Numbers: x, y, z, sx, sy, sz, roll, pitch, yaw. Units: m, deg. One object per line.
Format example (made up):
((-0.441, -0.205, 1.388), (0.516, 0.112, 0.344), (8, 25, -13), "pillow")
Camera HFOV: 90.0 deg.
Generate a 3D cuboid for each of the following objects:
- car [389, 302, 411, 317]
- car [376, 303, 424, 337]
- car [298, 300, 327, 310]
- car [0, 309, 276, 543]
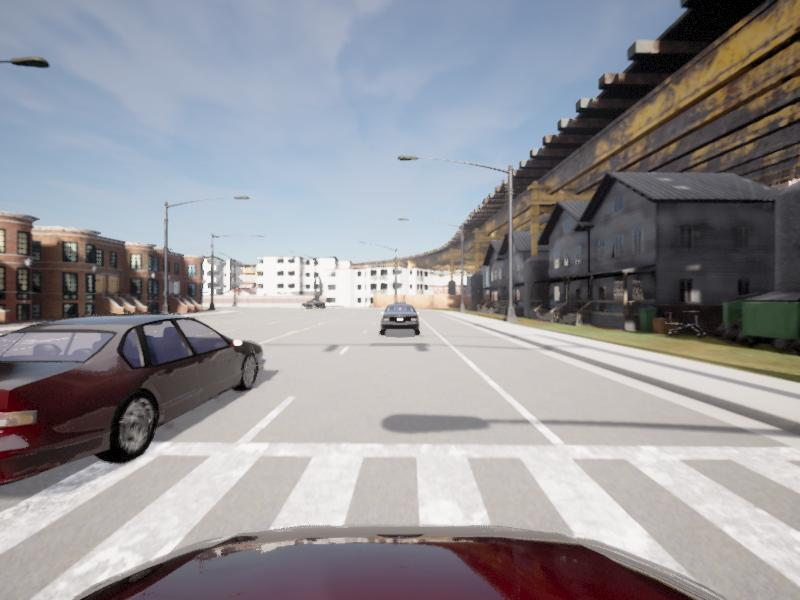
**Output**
((-0.006, 0.891, 39.412), (2.033, 1.411, 5.357), (0, 0, 0), "car")
((0.004, 0.893, 19.835), (2.033, 1.411, 5.357), (0, 0, 0), "car")
((-14.958, 0.765, 68.467), (5.238, 1.638, 1.930), (0, 0, 38), "car")
((-3.499, 0.894, 5.309), (2.033, 1.411, 5.357), (0, 0, 0), "car")
